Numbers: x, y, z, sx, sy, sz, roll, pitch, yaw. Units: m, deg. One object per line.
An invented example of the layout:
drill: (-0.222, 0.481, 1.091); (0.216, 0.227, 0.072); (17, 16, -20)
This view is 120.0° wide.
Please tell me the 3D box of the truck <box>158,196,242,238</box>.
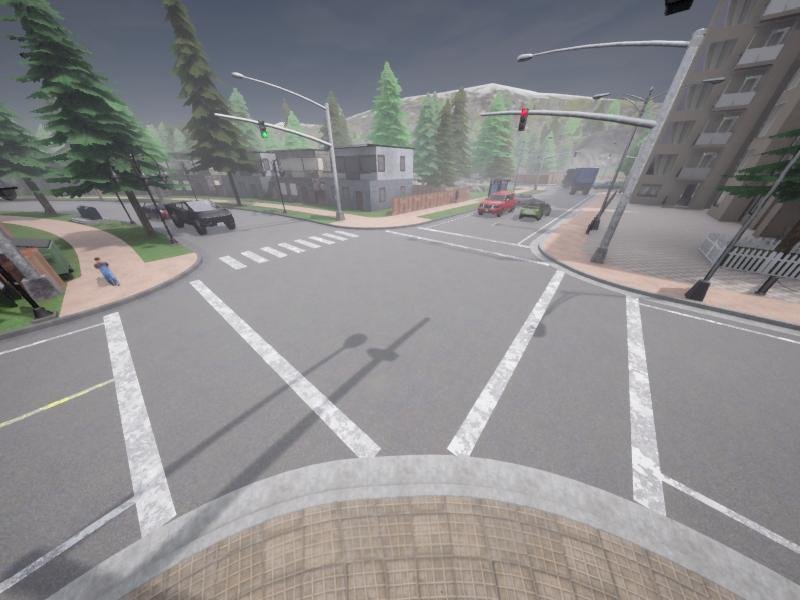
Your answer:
truck: (-15.490, -6.599, 17.860); (6.274, 2.098, 2.390); (18, 34, 28)

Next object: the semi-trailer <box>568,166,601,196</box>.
semi-trailer: (34.062, -22.576, 43.248); (2.717, 4.402, 14.254); (17, 34, 26)

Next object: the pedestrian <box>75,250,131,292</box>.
pedestrian: (-11.351, -1.134, 8.876); (0.751, 1.300, 0.751); (17, 34, 27)

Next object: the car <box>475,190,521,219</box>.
car: (10.071, -9.866, 23.608); (2.150, 2.045, 5.566); (24, 38, 35)

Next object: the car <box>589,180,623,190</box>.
car: (43.844, -24.486, 49.316); (4.611, 1.667, 2.242); (12, 32, 19)

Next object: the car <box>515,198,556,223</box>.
car: (13.023, -8.697, 22.103); (2.007, 1.525, 4.514); (24, 38, 35)

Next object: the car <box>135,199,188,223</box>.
car: (-21.960, -8.258, 21.303); (3.633, 1.501, 1.845); (14, 33, 22)

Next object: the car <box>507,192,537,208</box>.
car: (15.349, -12.575, 28.979); (1.994, 1.385, 4.181); (24, 38, 35)

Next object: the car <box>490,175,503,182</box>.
car: (29.590, -37.325, 71.038); (1.932, 1.855, 4.605); (23, 37, 34)

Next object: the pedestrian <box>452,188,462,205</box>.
pedestrian: (7.069, -12.935, 28.757); (0.751, 1.860, 0.751); (24, 38, 35)

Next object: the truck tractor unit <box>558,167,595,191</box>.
truck tractor unit: (37.504, -26.012, 49.383); (3.053, 4.208, 6.516); (6, 31, 10)
